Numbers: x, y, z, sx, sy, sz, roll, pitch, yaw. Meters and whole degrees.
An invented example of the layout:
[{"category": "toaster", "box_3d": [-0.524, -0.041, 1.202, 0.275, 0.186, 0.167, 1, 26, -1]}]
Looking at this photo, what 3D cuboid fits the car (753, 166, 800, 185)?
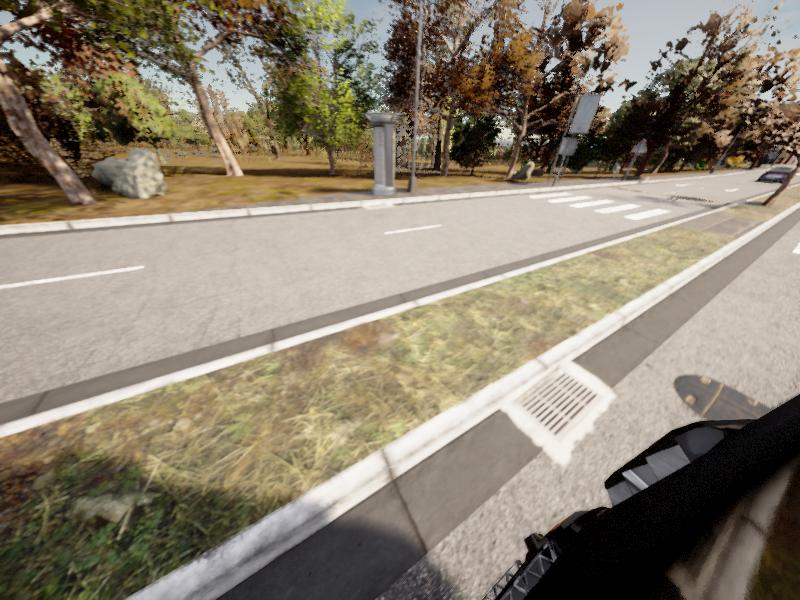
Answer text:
[{"category": "car", "box_3d": [44.546, -14.784, 27.263, 4.856, 1.649, 2.033, -17, 39, -25]}]
